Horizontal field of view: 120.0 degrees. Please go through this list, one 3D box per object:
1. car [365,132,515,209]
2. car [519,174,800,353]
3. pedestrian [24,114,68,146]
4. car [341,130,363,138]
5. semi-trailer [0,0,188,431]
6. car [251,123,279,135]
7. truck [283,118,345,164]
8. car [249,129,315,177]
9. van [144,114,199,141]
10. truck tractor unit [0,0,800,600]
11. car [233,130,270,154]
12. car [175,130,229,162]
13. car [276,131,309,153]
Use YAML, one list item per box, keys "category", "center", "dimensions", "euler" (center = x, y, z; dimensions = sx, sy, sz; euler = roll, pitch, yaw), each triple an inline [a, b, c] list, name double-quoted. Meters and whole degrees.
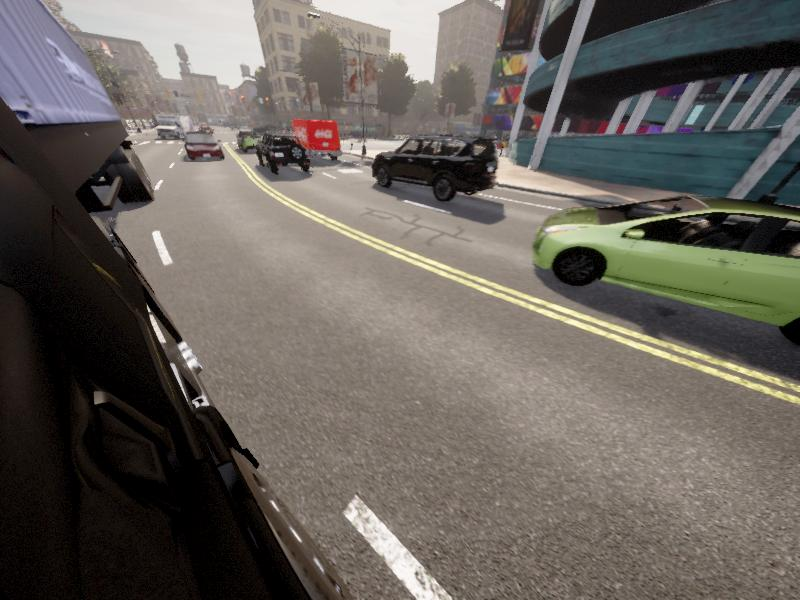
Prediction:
- category: "car"
  center: [1.230, -5.574, 9.523]
  dimensions: [5.566, 2.045, 2.150]
  euler: [31, 45, 34]
- category: "car"
  center: [4.794, -0.845, 3.825]
  dimensions: [4.514, 1.525, 2.007]
  euler: [22, 41, 24]
- category: "pedestrian"
  center: [-25.833, -12.413, 16.905]
  dimensions: [0.751, 1.860, 0.751]
  euler: [-15, 40, -22]
- category: "car"
  center: [-11.348, -39.548, 55.028]
  dimensions: [4.674, 1.442, 1.812]
  euler: [-20, 42, -28]
- category: "semi-trailer"
  center: [-8.058, -3.965, 4.783]
  dimensions: [2.717, 4.402, 14.254]
  euler: [-26, 46, -33]
- category: "car"
  center: [-29.480, -37.395, 50.618]
  dimensions: [4.605, 1.855, 1.932]
  euler: [0, 37, -3]
- category: "truck"
  center: [-6.650, -12.255, 17.697]
  dimensions: [2.627, 2.467, 5.204]
  euler: [-21, 43, -28]
- category: "car"
  center: [-6.705, -8.378, 12.952]
  dimensions: [1.932, 1.855, 4.605]
  euler: [-22, 43, -29]
- category: "van"
  center: [-28.675, -21.983, 29.442]
  dimensions: [2.351, 2.431, 6.366]
  euler: [-10, 38, -16]
- category: "truck tractor unit"
  center: [-2.645, -0.295, 0.351]
  dimensions: [6.516, 4.208, 3.053]
  euler: [28, 44, 30]
- category: "car"
  center: [-13.449, -14.327, 20.842]
  dimensions: [2.007, 1.525, 4.514]
  euler: [-20, 42, -28]
- category: "car"
  center: [-13.714, -10.810, 16.124]
  dimensions: [2.163, 1.488, 4.792]
  euler: [-20, 42, -28]
- category: "car"
  center: [-10.442, -15.329, 22.359]
  dimensions: [1.789, 1.549, 3.705]
  euler: [-20, 42, -28]
